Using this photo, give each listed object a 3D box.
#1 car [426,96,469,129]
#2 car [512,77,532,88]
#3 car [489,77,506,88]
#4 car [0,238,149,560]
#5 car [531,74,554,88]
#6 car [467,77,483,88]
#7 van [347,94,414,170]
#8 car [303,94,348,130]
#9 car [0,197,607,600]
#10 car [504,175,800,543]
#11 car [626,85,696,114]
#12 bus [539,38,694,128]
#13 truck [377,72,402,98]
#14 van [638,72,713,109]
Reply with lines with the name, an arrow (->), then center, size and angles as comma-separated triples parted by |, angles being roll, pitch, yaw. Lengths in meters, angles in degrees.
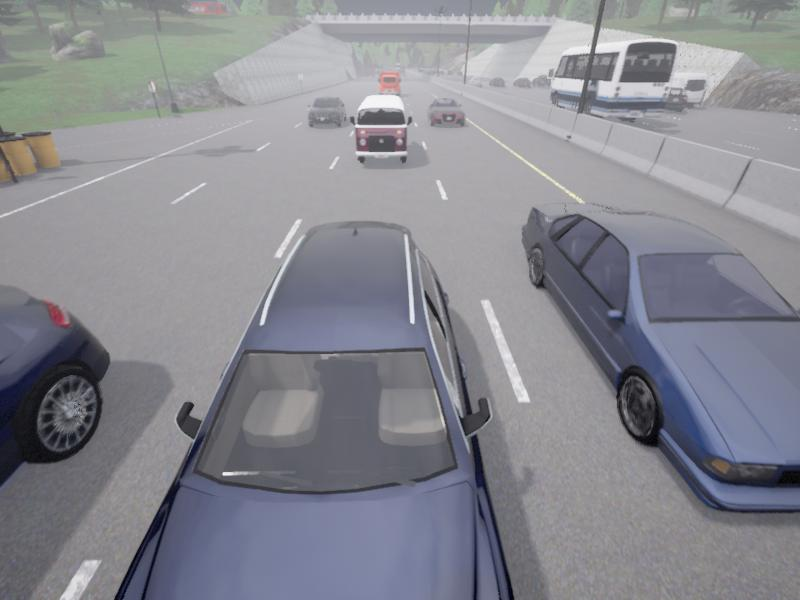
car -> 2.705, -11.268, 23.908 | 1.994, 1.385, 4.181 | 0, 30, -1
car -> 19.514, -34.805, 64.038 | 1.816, 1.474, 4.193 | 0, 30, -1
car -> 15.983, -35.825, 65.786 | 1.816, 1.474, 4.193 | 0, 30, -1
car -> -3.920, 1.405, 1.991 | 2.152, 1.651, 5.027 | 0, 30, -1
car -> 23.001, -35.453, 64.748 | 1.932, 1.855, 4.605 | -1, 31, -1
car -> 12.460, -36.423, 66.840 | 1.812, 1.442, 4.674 | 0, 30, -1
van -> -0.644, -6.366, 14.866 | 2.069, 2.038, 4.480 | 0, 30, -1
car -> -4.297, -11.318, 23.872 | 1.837, 1.490, 4.892 | 0, 30, -1
car -> -0.426, 0.673, 3.236 | 2.033, 1.649, 4.856 | -1, 30, -1
car -> 3.029, -0.177, 4.921 | 2.033, 1.411, 5.357 | 0, 30, -1
car -> 20.079, -15.625, 31.050 | 2.242, 1.667, 4.611 | 0, 30, -1
bus -> 13.034, -14.182, 26.030 | 3.944, 4.253, 10.273 | 0, 30, -1
truck -> -1.177, -24.643, 45.705 | 2.627, 2.467, 5.204 | 0, 30, -1
van -> 23.521, -18.173, 34.546 | 1.988, 2.561, 5.915 | 0, 30, -1
